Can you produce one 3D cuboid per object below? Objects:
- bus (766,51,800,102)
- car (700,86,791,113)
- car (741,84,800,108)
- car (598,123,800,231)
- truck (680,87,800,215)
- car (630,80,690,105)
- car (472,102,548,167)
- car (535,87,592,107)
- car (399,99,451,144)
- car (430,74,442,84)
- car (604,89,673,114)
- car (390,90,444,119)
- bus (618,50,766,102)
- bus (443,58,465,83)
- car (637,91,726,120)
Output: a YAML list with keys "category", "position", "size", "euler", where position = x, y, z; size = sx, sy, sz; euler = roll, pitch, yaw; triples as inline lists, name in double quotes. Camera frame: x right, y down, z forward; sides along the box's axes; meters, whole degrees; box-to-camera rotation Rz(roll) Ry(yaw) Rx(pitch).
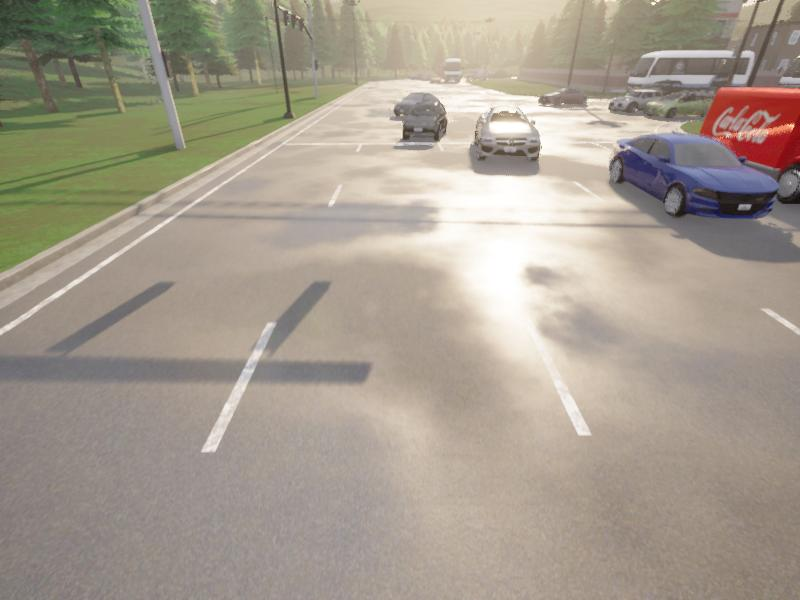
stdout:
- category: "bus"
  position: [43.680, -21.926, 39.233]
  size: [10.273, 4.253, 3.944]
  euler: [2, 30, 3]
- category: "car"
  position: [26.249, -15.361, 30.571]
  size: [4.611, 1.667, 2.242]
  euler: [-1, 30, -1]
- category: "car"
  position: [32.188, -17.159, 33.641]
  size: [4.611, 1.667, 2.242]
  euler: [0, 30, 0]
- category: "car"
  position: [7.233, -3.419, 10.307]
  size: [1.882, 1.535, 5.008]
  euler: [1, 30, 2]
- category: "truck"
  position: [10.801, -4.247, 10.798]
  size: [2.627, 2.467, 5.204]
  euler: [1, 30, 2]
- category: "car"
  position: [23.615, -18.952, 36.481]
  size: [3.866, 1.878, 1.905]
  euler: [-1, 30, -2]
- category: "car"
  position: [4.099, -6.694, 15.812]
  size: [2.152, 1.651, 5.027]
  euler: [3, 31, 6]
- category: "car"
  position: [14.272, -17.801, 35.032]
  size: [4.181, 1.385, 1.994]
  euler: [-11, 32, -19]
- category: "car"
  position: [1.247, -8.610, 19.148]
  size: [1.789, 1.549, 3.705]
  euler: [6, 31, 12]
- category: "car"
  position: [7.031, -43.536, 78.796]
  size: [1.801, 1.575, 5.366]
  euler: [0, 30, 0]
- category: "car"
  position: [17.665, -14.738, 29.697]
  size: [3.806, 1.475, 1.970]
  euler: [-7, 31, -12]
- category: "car"
  position: [1.253, -13.654, 27.872]
  size: [1.812, 1.442, 4.674]
  euler: [15, 34, 24]
- category: "bus"
  position: [27.864, -21.726, 38.885]
  size: [10.273, 4.253, 3.944]
  euler: [0, 30, 0]
- category: "bus"
  position: [10.961, -47.529, 82.925]
  size: [3.944, 4.253, 10.273]
  euler: [3, 30, 4]
- category: "car"
  position: [18.791, -13.074, 26.807]
  size: [4.514, 1.525, 2.007]
  euler: [-7, 31, -12]
